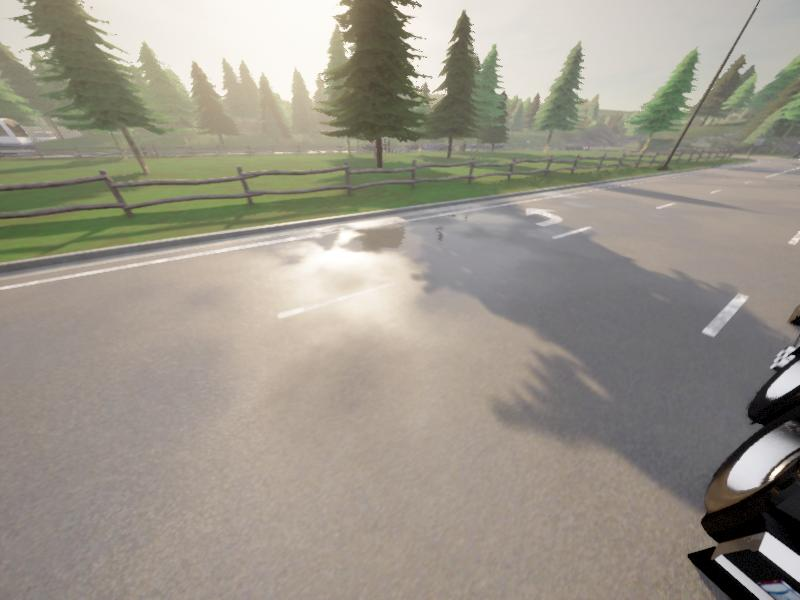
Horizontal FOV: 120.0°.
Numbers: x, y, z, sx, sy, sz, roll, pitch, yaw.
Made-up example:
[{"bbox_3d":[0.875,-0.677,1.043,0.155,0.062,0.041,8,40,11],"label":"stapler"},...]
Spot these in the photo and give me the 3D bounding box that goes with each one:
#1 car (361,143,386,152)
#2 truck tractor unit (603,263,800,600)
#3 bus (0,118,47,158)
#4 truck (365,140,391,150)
[{"bbox_3d":[-6.143,-35.756,54.035,5.238,1.638,1.930,-18,39,-24],"label":"car"},{"bbox_3d":[5.109,-0.299,0.802,6.516,4.208,3.053,-18,38,-24],"label":"truck tractor unit"},{"bbox_3d":[-55.911,-20.775,29.600,10.273,4.253,3.944,-18,39,-24],"label":"bus"},{"bbox_3d":[-5.820,-40.647,60.681,6.274,2.098,2.390,-18,39,-24],"label":"truck"}]
